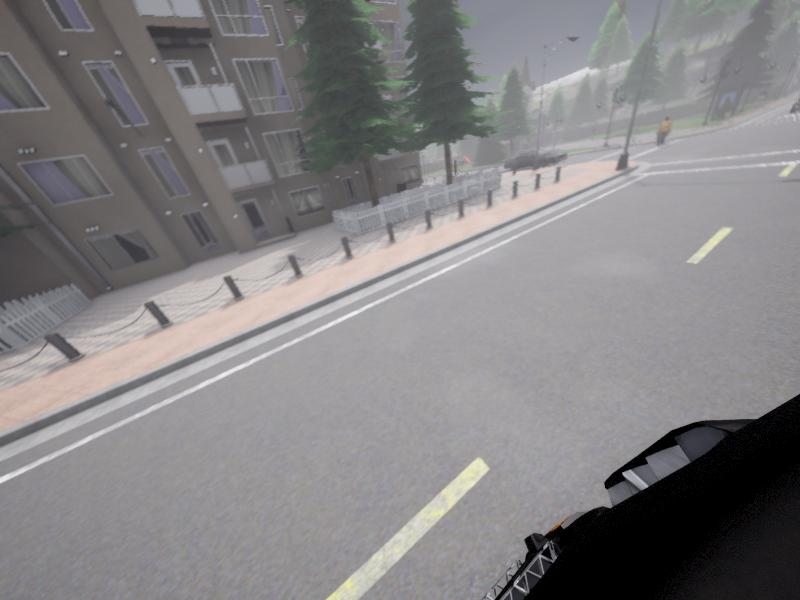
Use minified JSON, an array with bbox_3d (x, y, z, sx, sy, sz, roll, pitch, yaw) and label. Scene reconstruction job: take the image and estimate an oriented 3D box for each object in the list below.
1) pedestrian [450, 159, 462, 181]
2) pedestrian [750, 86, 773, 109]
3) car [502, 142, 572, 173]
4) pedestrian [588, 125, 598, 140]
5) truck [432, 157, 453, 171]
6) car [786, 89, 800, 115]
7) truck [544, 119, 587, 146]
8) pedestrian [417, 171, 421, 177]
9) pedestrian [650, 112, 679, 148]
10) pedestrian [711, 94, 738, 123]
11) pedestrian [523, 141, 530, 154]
[{"bbox_3d":[5.820,-13.534,24.131,0.751,1.860,0.751,-26,31,-21],"label":"pedestrian"},{"bbox_3d":[40.583,-22.715,25.950,0.751,1.860,0.751,16,40,41],"label":"pedestrian"},{"bbox_3d":[12.521,-13.231,21.666,2.033,1.411,5.357,-26,31,-21],"label":"car"},{"bbox_3d":[31.737,-27.456,37.986,0.751,1.860,0.751,0,31,22],"label":"pedestrian"},{"bbox_3d":[12.496,-39.651,67.217,5.204,2.467,2.627,-25,31,-20],"label":"truck"},{"bbox_3d":[31.448,-15.299,17.334,3.705,1.549,1.789,-26,31,-22],"label":"car"},{"bbox_3d":[43.252,-43.970,60.679,8.468,3.827,2.891,13,38,39],"label":"truck"},{"bbox_3d":[3.998,-26.446,48.459,0.500,1.100,0.500,-17,29,-6],"label":"pedestrian"},{"bbox_3d":[18.641,-11.929,16.314,0.751,1.860,0.751,-25,31,-21],"label":"pedestrian"},{"bbox_3d":[30.341,-17.848,21.609,0.751,1.860,0.751,-20,30,-11],"label":"pedestrian"},{"bbox_3d":[23.032,-27.661,41.953,0.751,1.860,0.751,-8,29,9],"label":"pedestrian"}]
